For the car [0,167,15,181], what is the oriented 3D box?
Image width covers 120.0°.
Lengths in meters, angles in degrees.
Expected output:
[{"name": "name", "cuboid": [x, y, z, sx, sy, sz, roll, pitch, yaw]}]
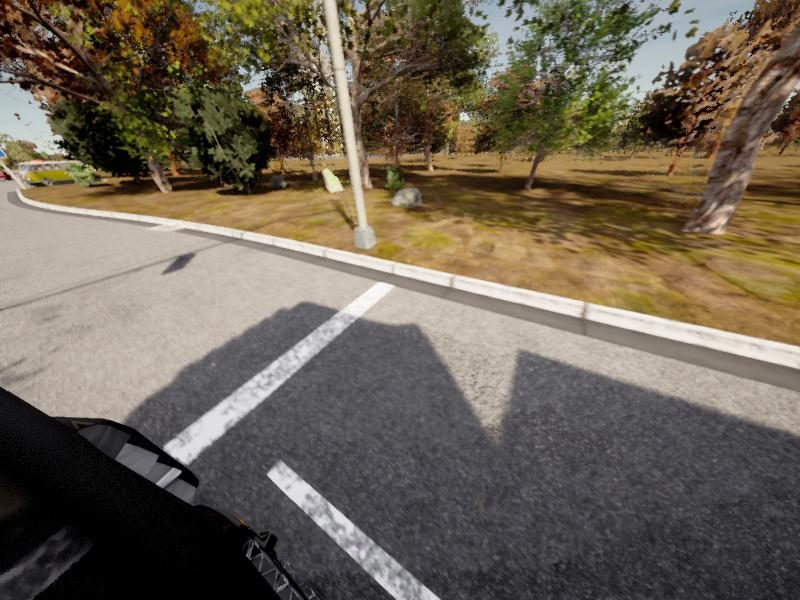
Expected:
[{"name": "car", "cuboid": [-56.737, -17.713, 32.506, 3.988, 1.617, 1.851, 22, 41, 32]}]

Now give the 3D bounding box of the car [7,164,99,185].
[{"name": "car", "cuboid": [-38.658, -14.176, 26.020, 1.946, 1.575, 5.366, 7, 34, 15]}]

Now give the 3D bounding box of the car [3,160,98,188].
[{"name": "car", "cuboid": [-33.924, -12.443, 22.698, 1.878, 1.987, 4.442, 7, 34, 14]}]

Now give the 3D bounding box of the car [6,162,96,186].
[{"name": "car", "cuboid": [-36.318, -13.278, 24.293, 2.185, 1.767, 4.553, 7, 34, 14]}]

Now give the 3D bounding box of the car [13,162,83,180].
[{"name": "car", "cuboid": [-48.244, -17.775, 31.833, 2.185, 1.767, 4.553, 8, 35, 16]}]

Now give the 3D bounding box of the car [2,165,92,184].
[{"name": "car", "cuboid": [-41.151, -14.868, 27.220, 1.946, 1.575, 5.366, 8, 35, 14]}]
